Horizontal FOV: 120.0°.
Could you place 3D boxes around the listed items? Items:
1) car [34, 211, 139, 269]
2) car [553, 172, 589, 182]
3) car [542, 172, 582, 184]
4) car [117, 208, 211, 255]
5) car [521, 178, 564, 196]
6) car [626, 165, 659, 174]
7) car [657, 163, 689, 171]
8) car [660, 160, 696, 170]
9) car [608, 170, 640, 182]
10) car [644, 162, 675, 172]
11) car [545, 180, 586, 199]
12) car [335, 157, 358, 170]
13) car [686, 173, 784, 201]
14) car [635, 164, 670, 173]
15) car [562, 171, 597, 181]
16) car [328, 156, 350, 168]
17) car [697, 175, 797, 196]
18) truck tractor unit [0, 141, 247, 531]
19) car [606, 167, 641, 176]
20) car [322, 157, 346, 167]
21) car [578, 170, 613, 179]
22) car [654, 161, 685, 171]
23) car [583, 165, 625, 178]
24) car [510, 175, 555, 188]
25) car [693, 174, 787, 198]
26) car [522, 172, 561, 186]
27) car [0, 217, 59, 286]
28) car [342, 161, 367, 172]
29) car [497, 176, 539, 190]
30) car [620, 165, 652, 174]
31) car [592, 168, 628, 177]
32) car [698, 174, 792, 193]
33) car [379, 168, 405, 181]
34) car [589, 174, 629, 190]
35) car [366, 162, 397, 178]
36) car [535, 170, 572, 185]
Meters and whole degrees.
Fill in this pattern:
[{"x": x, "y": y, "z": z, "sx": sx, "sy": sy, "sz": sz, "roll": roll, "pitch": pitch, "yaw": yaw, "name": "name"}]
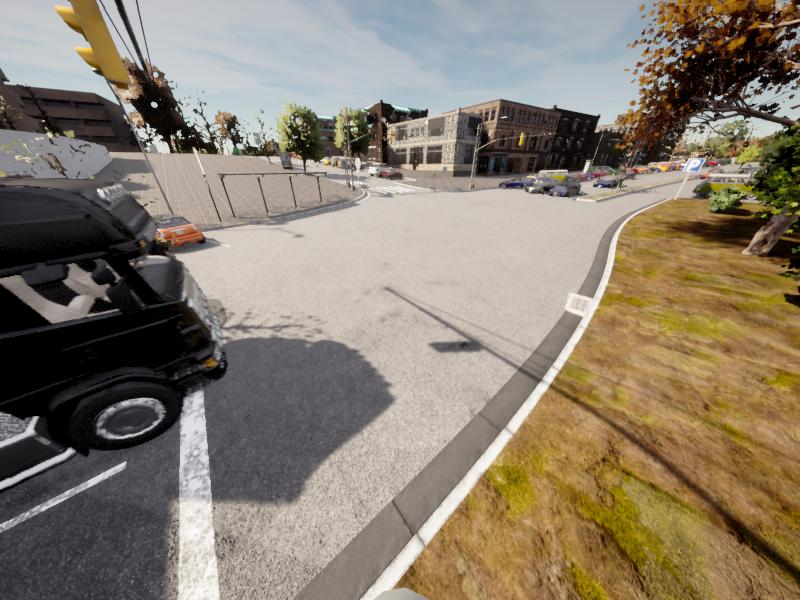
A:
[{"x": -16.054, "y": -3.211, "z": 11.856, "sx": 4.442, "sy": 1.987, "sz": 1.878, "roll": 15, "pitch": 34, "yaw": 27, "name": "car"}, {"x": 29.144, "y": -21.005, "z": 39.471, "sx": 4.674, "sy": 1.452, "sz": 2.002, "roll": 19, "pitch": 37, "yaw": 32, "name": "car"}, {"x": 26.611, "y": -20.140, "z": 38.075, "sx": 4.892, "sy": 1.521, "sz": 2.231, "roll": 19, "pitch": 36, "yaw": 32, "name": "car"}, {"x": -13.789, "y": -4.164, "z": 13.541, "sx": 4.553, "sy": 1.767, "sz": 2.185, "roll": 15, "pitch": 35, "yaw": 27, "name": "car"}, {"x": 17.084, "y": -13.614, "z": 27.675, "sx": 4.902, "sy": 1.511, "sz": 2.128, "roll": -21, "pitch": 36, "yaw": -29, "name": "car"}, {"x": 54.944, "y": -29.664, "z": 52.587, "sx": 4.892, "sy": 1.521, "sz": 2.231, "roll": 22, "pitch": 38, "yaw": 35, "name": "car"}, {"x": 70.718, "y": -34.543, "z": 59.949, "sx": 5.008, "sy": 1.535, "sz": 2.097, "roll": 22, "pitch": 38, "yaw": 36, "name": "car"}, {"x": 73.317, "y": -35.569, "z": 61.045, "sx": 5.566, "sy": 2.045, "sz": 2.435, "roll": 22, "pitch": 38, "yaw": 36, "name": "car"}, {"x": 38.376, "y": -21.309, "z": 39.577, "sx": 5.357, "sy": 1.411, "sz": 2.033, "roll": -19, "pitch": 35, "yaw": -27, "name": "car"}, {"x": 62.903, "y": -32.281, "z": 56.119, "sx": 4.442, "sy": 1.987, "sz": 1.878, "roll": 22, "pitch": 38, "yaw": 35, "name": "car"}, {"x": 18.004, "y": -12.056, "z": 25.071, "sx": 4.193, "sy": 1.474, "sz": 1.816, "roll": -21, "pitch": 36, "yaw": -29, "name": "car"}, {"x": -10.866, "y": -27.919, "z": 47.185, "sx": 1.878, "sy": 1.987, "sz": 4.442, "roll": 21, "pitch": 37, "yaw": 23, "name": "car"}, {"x": 30.571, "y": -10.506, "z": 21.390, "sx": 4.442, "sy": 1.987, "sz": 1.878, "roll": 20, "pitch": 38, "yaw": 31, "name": "car"}, {"x": 60.044, "y": -31.365, "z": 55.174, "sx": 5.366, "sy": 1.575, "sz": 1.946, "roll": 22, "pitch": 38, "yaw": 35, "name": "car"}, {"x": 31.680, "y": -21.906, "z": 40.851, "sx": 4.674, "sy": 1.452, "sz": 2.002, "roll": 19, "pitch": 36, "yaw": 32, "name": "car"}, {"x": -12.791, "y": -29.317, "z": 49.059, "sx": 1.878, "sy": 1.987, "sz": 4.442, "roll": 21, "pitch": 37, "yaw": 23, "name": "car"}, {"x": 35.730, "y": -12.037, "z": 24.127, "sx": 5.366, "sy": 1.575, "sz": 1.946, "roll": 21, "pitch": 37, "yaw": 31, "name": "car"}, {"x": -6.513, "y": 0.744, "z": 2.703, "sx": 6.516, "sy": 4.208, "sz": 3.053, "roll": -24, "pitch": 38, "yaw": -32, "name": "truck tractor unit"}, {"x": 47.102, "y": -27.159, "z": 48.787, "sx": 5.008, "sy": 1.535, "sz": 2.097, "roll": 21, "pitch": 38, "yaw": 34, "name": "car"}, {"x": -14.577, "y": -30.665, "z": 51.280, "sx": 1.946, "sy": 1.575, "sz": 5.366, "roll": 21, "pitch": 37, "yaw": 23, "name": "car"}, {"x": 36.781, "y": -23.674, "z": 43.552, "sx": 4.674, "sy": 1.452, "sz": 2.002, "roll": 20, "pitch": 37, "yaw": 33, "name": "car"}, {"x": 68.170, "y": -33.897, "z": 58.556, "sx": 4.442, "sy": 1.987, "sz": 1.878, "roll": 22, "pitch": 38, "yaw": 35, "name": "car"}, {"x": 39.365, "y": -24.796, "z": 44.732, "sx": 5.566, "sy": 2.045, "sz": 2.435, "roll": 20, "pitch": 37, "yaw": 33, "name": "car"}, {"x": 19.246, "y": -17.332, "z": 33.735, "sx": 5.366, "sy": 1.575, "sz": 1.946, "roll": 18, "pitch": 36, "yaw": 31, "name": "car"}, {"x": 33.092, "y": -11.306, "z": 22.797, "sx": 4.553, "sy": 1.767, "sz": 2.185, "roll": 20, "pitch": 37, "yaw": 31, "name": "car"}, {"x": 21.562, "y": -18.424, "z": 35.211, "sx": 4.553, "sy": 1.767, "sz": 2.185, "roll": 19, "pitch": 36, "yaw": 31, "name": "car"}, {"x": -18.453, "y": -2.226, "z": 10.271, "sx": 5.566, "sy": 2.045, "sz": 2.435, "roll": 15, "pitch": 34, "yaw": 27, "name": "car"}, {"x": -8.914, "y": -26.385, "z": 45.522, "sx": 2.231, "sy": 1.521, "sz": 4.892, "roll": 21, "pitch": 37, "yaw": 23, "name": "car"}, {"x": 16.543, "y": -16.502, "z": 32.563, "sx": 4.792, "sy": 1.488, "sz": 2.163, "roll": 18, "pitch": 36, "yaw": 31, "name": "car"}, {"x": 52.328, "y": -28.939, "z": 51.258, "sx": 4.553, "sy": 1.767, "sz": 2.185, "roll": 21, "pitch": 38, "yaw": 34, "name": "car"}, {"x": 41.921, "y": -25.455, "z": 46.197, "sx": 5.008, "sy": 1.535, "sz": 2.097, "roll": 20, "pitch": 37, "yaw": 33, "name": "car"}, {"x": 37.900, "y": -13.039, "z": 25.682, "sx": 5.366, "sy": 1.575, "sz": 1.946, "roll": 21, "pitch": 38, "yaw": 31, "name": "car"}, {"x": -1.231, "y": -20.775, "z": 38.067, "sx": 2.002, "sy": 1.452, "sz": 4.674, "roll": 21, "pitch": 37, "yaw": 23, "name": "car"}, {"x": 27.782, "y": -15.726, "z": 30.702, "sx": 4.792, "sy": 1.488, "sz": 2.163, "roll": -20, "pitch": 36, "yaw": -28, "name": "car"}, {"x": -3.124, "y": -22.424, "z": 39.795, "sx": 2.435, "sy": 2.045, "sz": 5.566, "roll": 21, "pitch": 37, "yaw": 23, "name": "car"}, {"x": 24.186, "y": -19.390, "z": 36.497, "sx": 4.442, "sy": 1.987, "sz": 1.878, "roll": 19, "pitch": 36, "yaw": 31, "name": "car"}]
